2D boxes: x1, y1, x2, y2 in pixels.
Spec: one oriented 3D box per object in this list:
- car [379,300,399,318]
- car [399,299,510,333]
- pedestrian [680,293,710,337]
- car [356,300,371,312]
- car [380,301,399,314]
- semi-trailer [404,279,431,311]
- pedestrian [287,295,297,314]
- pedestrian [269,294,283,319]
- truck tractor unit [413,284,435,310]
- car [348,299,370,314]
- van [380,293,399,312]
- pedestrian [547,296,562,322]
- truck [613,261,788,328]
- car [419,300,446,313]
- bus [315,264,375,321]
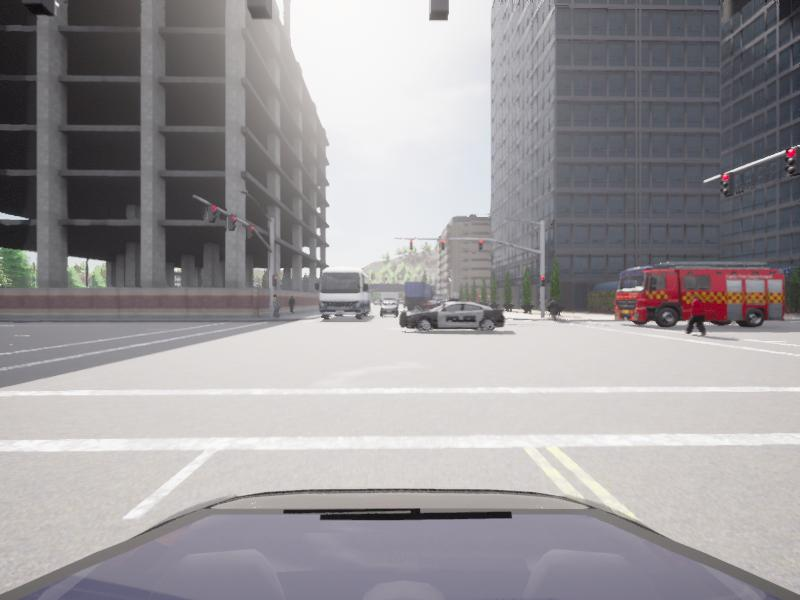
[{"bbox_3d":[-1.023,0.815,37.560,1.789,1.549,3.705,0,0,-2],"label":"car"},{"bbox_3d":[2.617,0.770,20.071,5.238,1.638,1.930,0,0,-2],"label":"car"},{"bbox_3d":[12.878,0.639,17.456,0.751,1.860,0.751,0,0,-11],"label":"pedestrian"},{"bbox_3d":[-4.937,0.798,54.760,1.801,1.575,5.366,0,0,-1],"label":"car"},{"bbox_3d":[-1.242,0.834,46.651,2.128,1.511,4.902,0,0,-1],"label":"car"},{"bbox_3d":[2.977,-0.619,62.288,2.717,4.402,14.254,0,0,9],"label":"semi-trailer"},{"bbox_3d":[-10.749,0.481,39.798,0.751,1.860,0.751,0,0,-3],"label":"pedestrian"},{"bbox_3d":[-9.221,0.482,29.710,0.751,1.860,0.751,0,0,-40],"label":"pedestrian"},{"bbox_3d":[4.235,-0.518,70.100,3.053,4.208,6.516,0,0,10],"label":"truck tractor unit"},{"bbox_3d":[-4.766,0.754,47.570,2.242,1.667,4.611,0,0,-2],"label":"car"},{"bbox_3d":[-1.426,0.375,54.307,2.351,2.431,6.366,0,0,-1],"label":"van"},{"bbox_3d":[11.086,0.638,28.748,0.751,1.860,0.751,0,0,-1],"label":"pedestrian"},{"bbox_3d":[17.869,-0.318,24.204,8.468,3.827,2.891,0,0,-1],"label":"truck"},{"bbox_3d":[4.215,0.819,52.923,1.882,1.535,5.008,0,0,-16],"label":"car"},{"bbox_3d":[-4.423,-0.536,35.002,3.944,4.253,10.273,0,0,0],"label":"bus"}]
